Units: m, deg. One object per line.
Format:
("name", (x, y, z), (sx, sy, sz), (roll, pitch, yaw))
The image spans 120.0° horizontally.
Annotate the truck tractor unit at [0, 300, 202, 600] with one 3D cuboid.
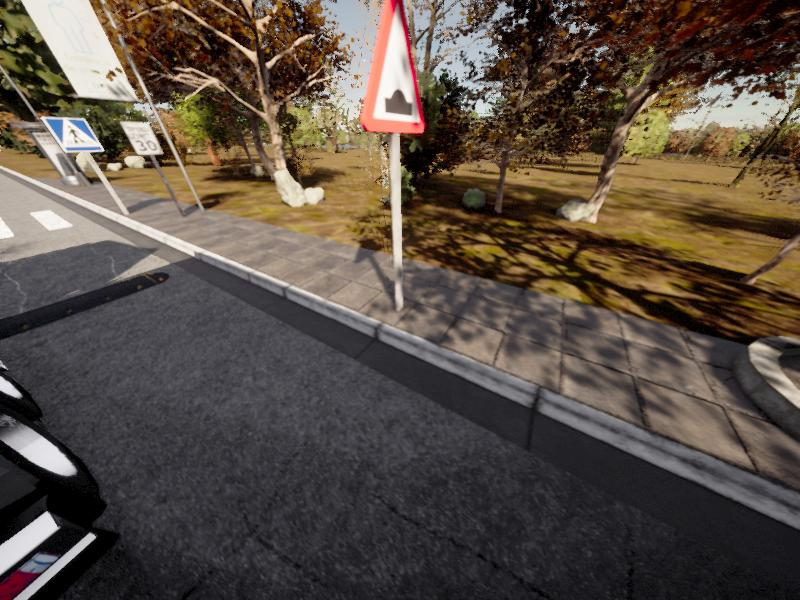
("truck tractor unit", (-5.157, -0.255, 0.674), (6.516, 4.208, 3.053), (16, 38, 21))
